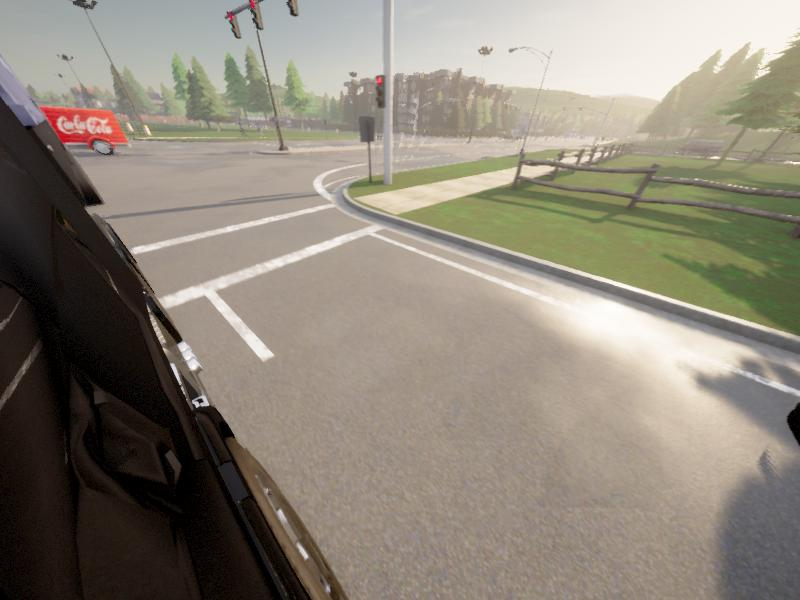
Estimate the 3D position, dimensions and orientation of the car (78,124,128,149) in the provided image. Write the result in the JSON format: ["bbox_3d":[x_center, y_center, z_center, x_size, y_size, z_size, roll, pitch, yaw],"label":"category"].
[{"bbox_3d":[-25.080,-13.838,19.486,4.193,1.474,1.816,28,44,30],"label":"car"}]

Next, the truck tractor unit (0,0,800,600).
[{"bbox_3d":[-2.645,-0.295,0.351,6.516,4.208,3.053,28,44,30],"label":"truck tractor unit"}]

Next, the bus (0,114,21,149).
[{"bbox_3d":[-32.996,-13.775,16.672,10.273,4.253,3.944,28,44,30],"label":"bus"}]

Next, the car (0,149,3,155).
[{"bbox_3d":[-27.269,-8.853,12.654,1.801,1.575,5.366,28,44,30],"label":"car"}]

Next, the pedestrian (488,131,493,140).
[{"bbox_3d":[24.767,-44.894,63.110,0.751,1.860,0.751,23,41,25],"label":"pedestrian"}]

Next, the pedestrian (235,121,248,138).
[{"bbox_3d":[-22.349,-23.991,32.533,0.751,1.860,0.751,-29,47,-35],"label":"pedestrian"}]

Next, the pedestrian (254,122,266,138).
[{"bbox_3d":[-20.502,-24.897,33.836,0.751,1.860,0.751,31,46,33],"label":"pedestrian"}]

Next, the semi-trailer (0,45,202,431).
[{"bbox_3d":[-8.705,-3.583,4.246,14.254,4.402,2.717,28,44,30],"label":"semi-trailer"}]

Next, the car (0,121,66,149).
[{"bbox_3d":[-28.964,-13.169,18.360,4.902,1.511,2.128,28,44,30],"label":"car"}]

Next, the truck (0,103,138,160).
[{"bbox_3d":[-20.763,-10.352,14.260,2.627,2.467,5.204,28,44,30],"label":"truck"}]

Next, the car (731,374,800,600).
[{"bbox_3d":[4.252,1.704,0.241,3.988,1.617,1.851,28,44,30],"label":"car"}]

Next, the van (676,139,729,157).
[{"bbox_3d":[47.032,-23.794,36.136,4.442,1.987,1.775,28,44,30],"label":"van"}]
